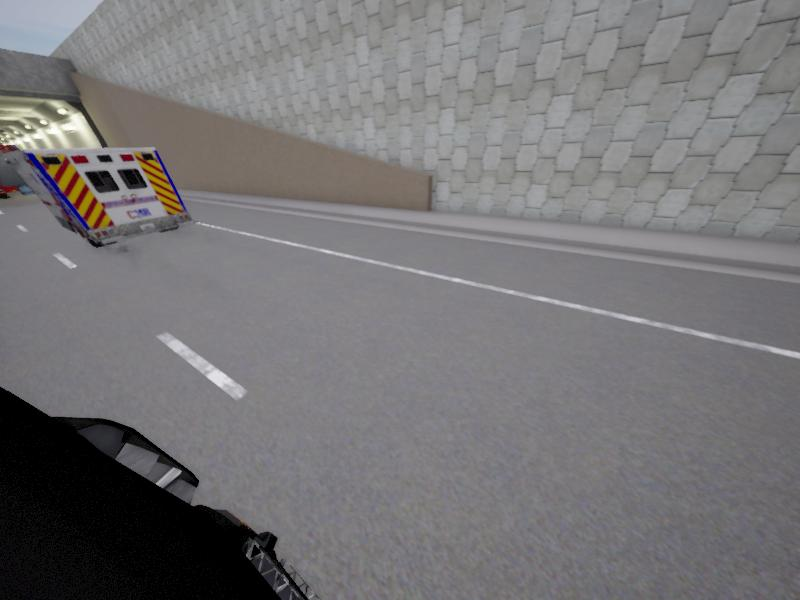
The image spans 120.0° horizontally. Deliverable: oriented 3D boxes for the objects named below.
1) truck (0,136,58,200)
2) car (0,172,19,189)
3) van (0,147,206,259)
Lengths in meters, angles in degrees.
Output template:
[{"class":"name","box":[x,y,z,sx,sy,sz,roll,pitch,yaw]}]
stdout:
[{"class":"truck","box":[-32.150,-10.503,18.442,8.468,3.827,2.891,16,38,26]},{"class":"car","box":[-43.432,-12.800,24.795,4.674,1.442,1.812,16,38,26]},{"class":"van","box":[-9.919,-3.463,7.640,6.366,2.431,2.351,16,38,26]}]
